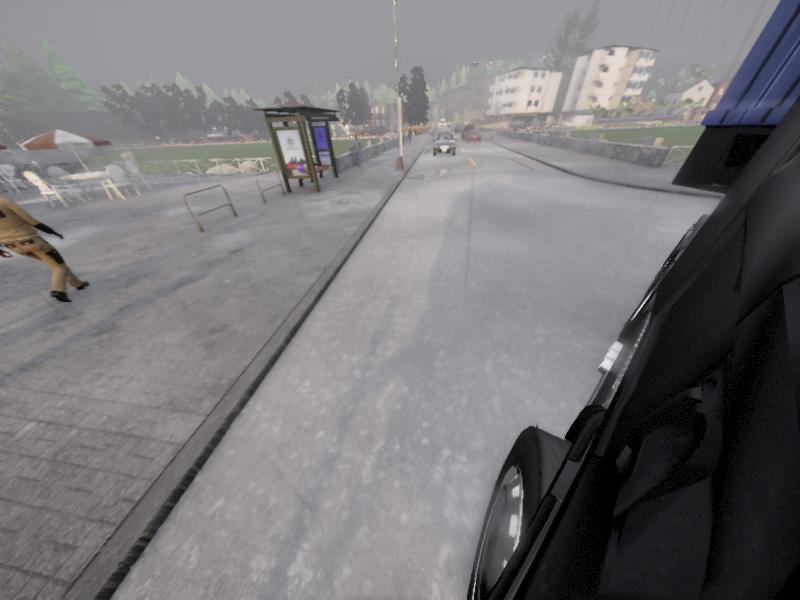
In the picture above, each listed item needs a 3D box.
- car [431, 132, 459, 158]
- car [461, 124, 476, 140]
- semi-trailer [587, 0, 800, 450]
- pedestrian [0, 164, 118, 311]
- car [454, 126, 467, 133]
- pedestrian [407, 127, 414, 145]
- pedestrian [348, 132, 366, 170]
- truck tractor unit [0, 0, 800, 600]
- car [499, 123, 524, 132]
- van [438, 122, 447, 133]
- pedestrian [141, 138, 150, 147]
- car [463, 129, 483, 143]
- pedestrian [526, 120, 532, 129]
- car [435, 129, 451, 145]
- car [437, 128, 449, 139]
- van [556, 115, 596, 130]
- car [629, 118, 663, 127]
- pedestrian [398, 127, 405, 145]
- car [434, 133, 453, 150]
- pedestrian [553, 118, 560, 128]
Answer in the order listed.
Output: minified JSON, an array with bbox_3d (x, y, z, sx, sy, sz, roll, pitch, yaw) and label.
[{"bbox_3d":[3.928,-13.691,20.260,2.128,1.511,4.902,4,38,9],"label":"car"},{"bbox_3d":[11.033,-27.258,37.457,1.905,1.878,3.866,3,37,8],"label":"car"},{"bbox_3d":[10.009,-1.952,1.934,14.254,4.402,2.717,-8,37,-7],"label":"semi-trailer"},{"bbox_3d":[-5.564,-0.873,3.423,0.751,1.860,0.751,-17,39,-18],"label":"pedestrian"},{"bbox_3d":[15.798,-44.746,60.649,1.970,1.475,3.806,-9,37,-8],"label":"car"},{"bbox_3d":[1.351,-21.689,30.501,0.751,1.860,0.751,10,39,16],"label":"pedestrian"},{"bbox_3d":[-2.533,-8.918,13.841,0.751,1.860,0.751,-3,37,0],"label":"pedestrian"},{"bbox_3d":[2.645,-0.295,0.351,6.516,4.208,3.053,-28,44,-30],"label":"truck tractor unit"},{"bbox_3d":[26.398,-40.805,54.762,4.892,1.490,1.837,3,37,8],"label":"car"},{"bbox_3d":[13.448,-54.508,72.926,2.351,2.431,6.366,3,37,8],"label":"van"},{"bbox_3d":[-69.982,-43.290,63.509,0.751,1.860,0.751,7,38,13],"label":"pedestrian"},{"bbox_3d":[10.037,-22.756,31.995,1.994,1.385,4.181,2,37,6],"label":"car"},{"bbox_3d":[32.562,-44.431,58.468,0.751,1.860,0.751,3,37,7],"label":"pedestrian"},{"bbox_3d":[5.793,-21.919,31.041,1.837,1.490,4.892,3,38,8],"label":"car"},{"bbox_3d":[7.811,-30.549,42.425,2.033,1.411,5.357,3,37,7],"label":"car"},{"bbox_3d":[39.950,-40.393,52.602,6.366,2.431,2.351,3,37,8],"label":"van"},{"bbox_3d":[54.185,-39.119,50.972,4.718,1.301,1.895,3,37,8],"label":"car"},{"bbox_3d":[0.251,-21.013,29.675,0.751,1.860,0.751,4,38,8],"label":"pedestrian"},{"bbox_3d":[4.832,-17.785,25.800,1.895,1.301,4.718,3,37,8],"label":"car"},{"bbox_3d":[38.928,-44.071,57.598,0.751,1.860,0.751,4,37,8],"label":"pedestrian"}]
